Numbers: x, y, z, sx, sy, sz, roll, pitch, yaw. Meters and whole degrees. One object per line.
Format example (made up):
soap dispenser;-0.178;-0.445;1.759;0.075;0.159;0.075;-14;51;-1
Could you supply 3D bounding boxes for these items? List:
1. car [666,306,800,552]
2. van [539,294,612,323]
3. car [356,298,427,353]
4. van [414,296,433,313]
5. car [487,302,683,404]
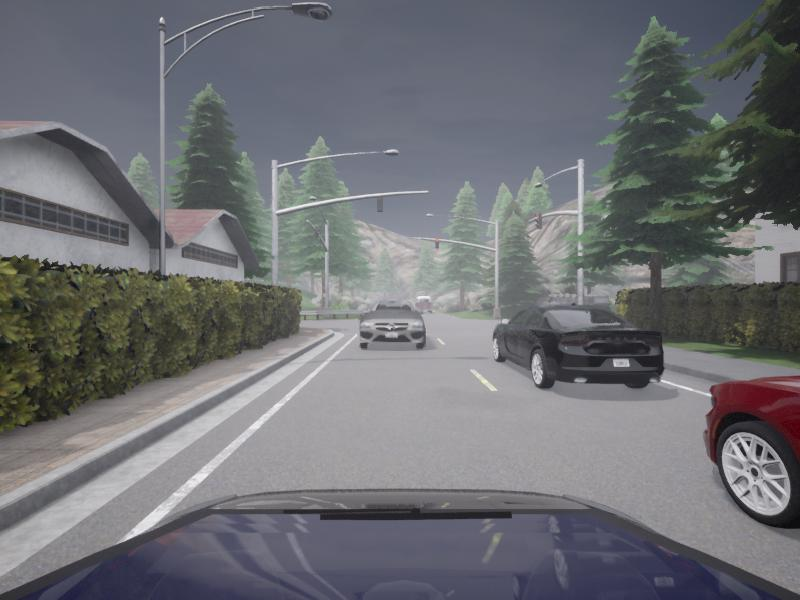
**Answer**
car;3.475;0.823;1.271;1.882;1.535;5.008;0;0;-1
van;12.392;0.583;28.457;4.442;1.987;1.775;0;0;0
car;-0.254;0.781;14.742;2.152;1.651;5.027;0;0;0
van;2.918;0.571;50.410;2.069;2.038;4.480;0;0;-1
car;3.393;0.823;8.653;1.882;1.535;5.008;0;0;-1
